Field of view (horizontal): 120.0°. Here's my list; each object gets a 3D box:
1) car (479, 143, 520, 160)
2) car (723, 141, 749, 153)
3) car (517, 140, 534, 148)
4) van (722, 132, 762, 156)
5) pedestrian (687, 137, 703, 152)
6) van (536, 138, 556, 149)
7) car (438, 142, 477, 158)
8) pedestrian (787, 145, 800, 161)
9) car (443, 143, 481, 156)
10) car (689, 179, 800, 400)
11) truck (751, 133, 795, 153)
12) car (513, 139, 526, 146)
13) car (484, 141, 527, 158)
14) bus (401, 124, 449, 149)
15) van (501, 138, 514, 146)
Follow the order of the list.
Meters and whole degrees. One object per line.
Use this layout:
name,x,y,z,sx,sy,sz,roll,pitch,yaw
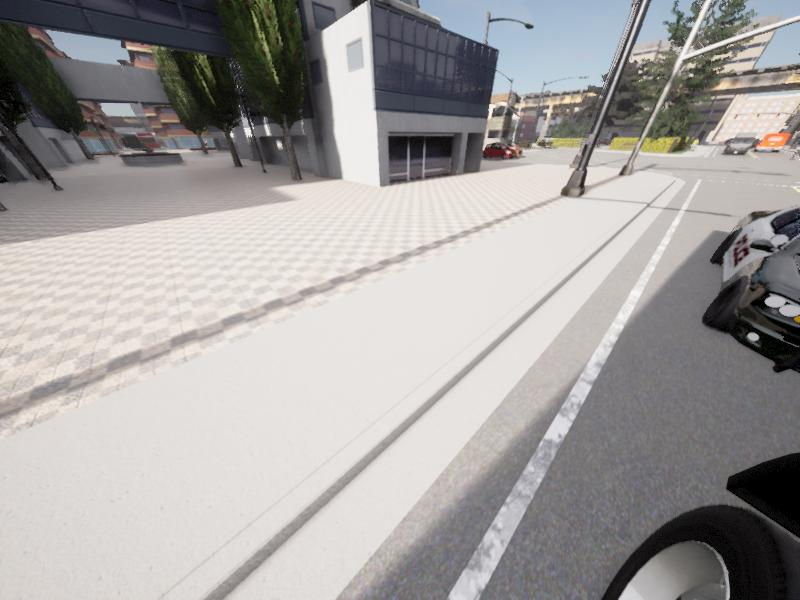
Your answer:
car,12.203,-18.366,28.537,1.851,1.617,3.988,-27,43,-32
car,56.119,-25.654,38.678,3.806,1.475,1.970,-27,43,-32
car,32.051,-39.880,59.146,1.801,1.575,5.366,2,35,3
van,47.596,-21.816,32.302,5.915,2.561,1.988,-27,43,-32
pedestrian,47.348,-24.964,37.090,0.751,1.860,0.751,-19,39,-24
van,35.359,-38.151,56.209,2.069,2.038,4.480,2,35,3
car,7.965,-21.093,32.416,2.033,1.649,4.856,-27,43,-32
pedestrian,42.585,-15.876,24.465,0.751,1.860,0.751,-24,41,-29
car,9.457,-23.130,35.474,2.033,1.411,5.357,-26,43,-32
car,6.189,-0.442,3.164,4.974,1.542,2.038,-27,43,-32
truck,60.245,-25.522,37.497,5.204,2.467,2.627,-27,43,-32
car,36.352,-47.969,70.351,1.932,1.855,4.605,2,35,3
car,14.109,-20.280,31.073,2.097,1.767,4.553,-27,43,-32
bus,5.253,-36.231,51.074,3.944,4.253,10.273,-27,45,-33
van,32.882,-48.364,70.859,1.775,1.987,4.442,2,35,3
